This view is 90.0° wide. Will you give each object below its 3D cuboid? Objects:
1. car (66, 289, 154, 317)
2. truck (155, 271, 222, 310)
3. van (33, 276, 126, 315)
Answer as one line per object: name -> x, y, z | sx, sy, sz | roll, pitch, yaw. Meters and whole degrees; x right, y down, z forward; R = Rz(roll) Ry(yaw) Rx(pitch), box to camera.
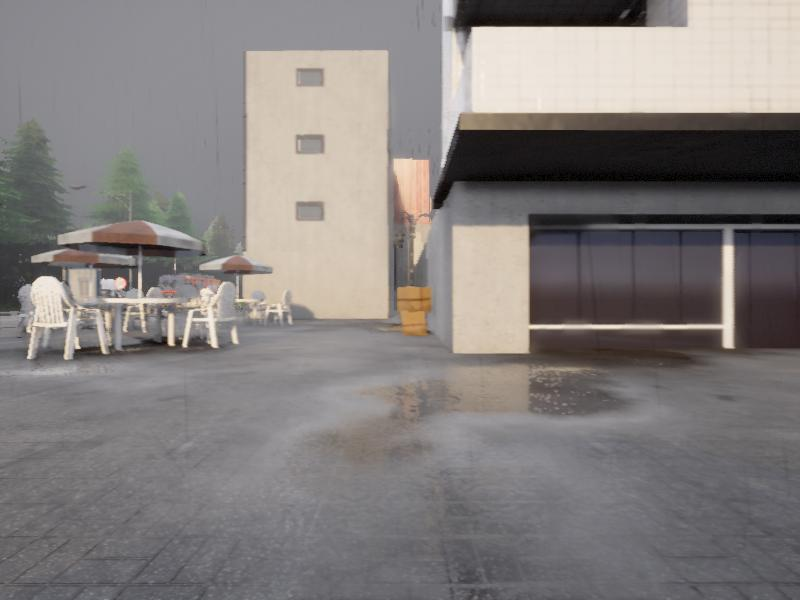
car -> -18.859, 0.181, 26.368 | 2.152, 1.651, 5.027 | 0, 0, 0
truck -> -22.862, -0.922, 43.949 | 2.891, 3.827, 8.468 | 0, 0, 0
van -> -22.856, -0.278, 28.967 | 1.988, 2.561, 5.915 | 0, 0, 0
